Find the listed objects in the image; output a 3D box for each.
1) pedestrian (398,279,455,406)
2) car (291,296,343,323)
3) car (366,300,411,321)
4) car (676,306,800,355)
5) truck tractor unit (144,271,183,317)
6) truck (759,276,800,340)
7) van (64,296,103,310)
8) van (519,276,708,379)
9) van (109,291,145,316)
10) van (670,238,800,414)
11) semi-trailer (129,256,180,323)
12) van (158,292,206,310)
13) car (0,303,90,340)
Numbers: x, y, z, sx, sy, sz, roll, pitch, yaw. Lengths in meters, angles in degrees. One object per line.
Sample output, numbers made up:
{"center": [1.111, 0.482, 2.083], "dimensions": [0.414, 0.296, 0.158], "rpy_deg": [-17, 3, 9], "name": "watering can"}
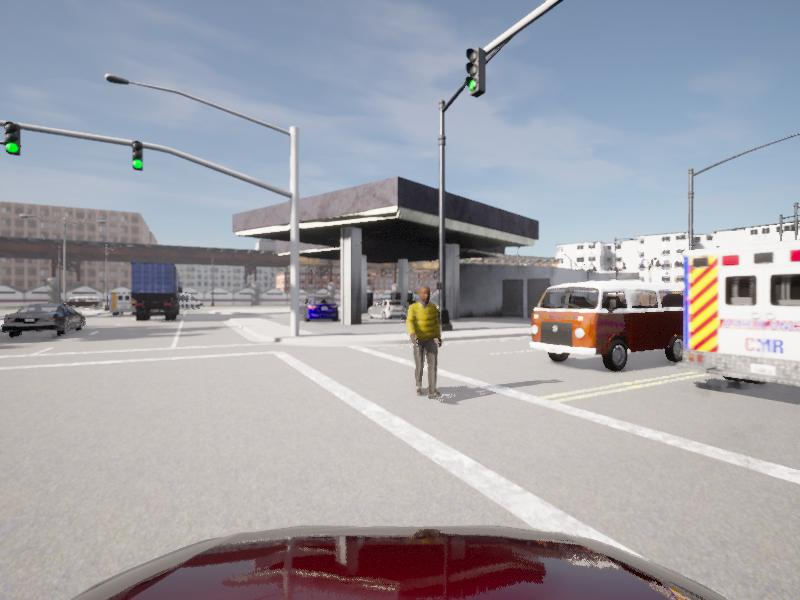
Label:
{"center": [0.393, 0.622, 6.317], "dimensions": [0.751, 1.860, 0.751], "rpy_deg": [0, 0, -10], "name": "pedestrian"}
{"center": [-5.707, 0.581, 26.982], "dimensions": [2.242, 1.667, 4.611], "rpy_deg": [0, 0, -27], "name": "car"}
{"center": [-0.973, 0.730, 30.325], "dimensions": [1.970, 1.475, 3.806], "rpy_deg": [0, 0, -27], "name": "car"}
{"center": [11.463, 0.904, 13.256], "dimensions": [4.718, 1.301, 1.895], "rpy_deg": [0, 0, -29], "name": "car"}
{"center": [-23.733, -0.577, 40.437], "dimensions": [3.053, 4.208, 6.516], "rpy_deg": [0, 0, -28], "name": "truck tractor unit"}
{"center": [17.875, 0.304, 16.751], "dimensions": [5.204, 2.467, 2.627], "rpy_deg": [0, 0, -28], "name": "truck"}
{"center": [-50.137, 0.464, 63.510], "dimensions": [4.480, 2.038, 2.069], "rpy_deg": [0, 0, -27], "name": "van"}
{"center": [5.362, 0.544, 9.979], "dimensions": [4.480, 2.038, 2.069], "rpy_deg": [0, 0, -29], "name": "van"}
{"center": [-28.350, 0.304, 41.720], "dimensions": [2.351, 2.431, 6.366], "rpy_deg": [0, 0, -28], "name": "van"}
{"center": [8.105, 0.354, 7.466], "dimensions": [6.366, 2.431, 2.351], "rpy_deg": [0, 0, -28], "name": "van"}
{"center": [-20.053, -0.679, 33.427], "dimensions": [2.717, 4.402, 14.254], "rpy_deg": [0, 0, -28], "name": "semi-trailer"}
{"center": [-32.768, 0.210, 60.328], "dimensions": [1.988, 2.561, 5.915], "rpy_deg": [-3, -1, 36], "name": "van"}
{"center": [-16.095, 0.865, 18.352], "dimensions": [2.033, 1.411, 5.357], "rpy_deg": [0, 0, -28], "name": "car"}
